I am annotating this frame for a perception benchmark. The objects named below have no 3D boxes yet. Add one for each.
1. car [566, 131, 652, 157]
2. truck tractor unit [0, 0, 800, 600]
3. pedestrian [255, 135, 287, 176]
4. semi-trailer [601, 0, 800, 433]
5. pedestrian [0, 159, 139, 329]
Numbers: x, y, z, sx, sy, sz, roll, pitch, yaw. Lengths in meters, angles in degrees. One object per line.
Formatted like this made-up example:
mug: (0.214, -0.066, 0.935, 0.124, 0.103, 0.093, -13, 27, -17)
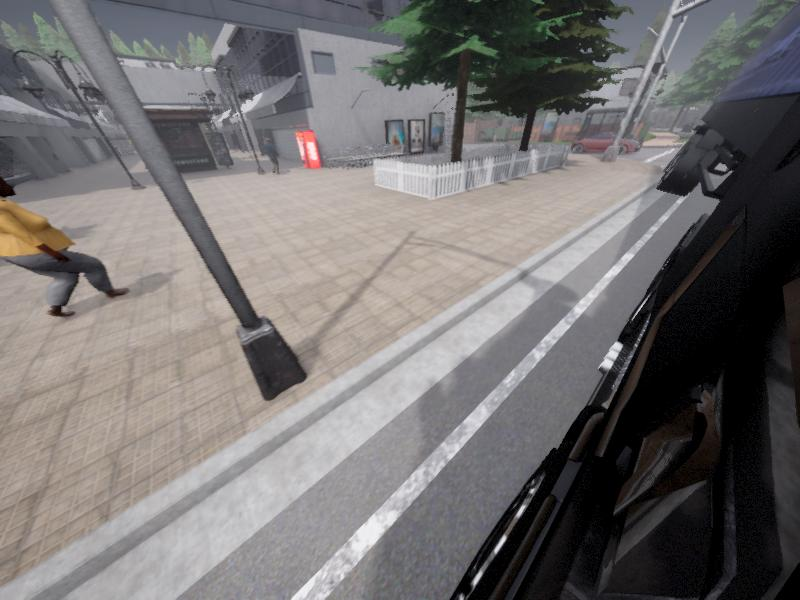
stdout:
car: (15.425, -11.726, 17.283, 1.994, 1.385, 4.181, -28, 44, -30)
truck tractor unit: (2.645, -0.295, 0.352, 6.516, 4.208, 3.053, -28, 44, -30)
pedestrian: (-7.245, -8.176, 13.099, 0.751, 1.860, 0.751, 1, 37, 5)
semi-trailer: (8.368, -3.868, 4.447, 2.717, 4.402, 14.254, 36, 52, 26)
pedestrian: (-4.604, -0.657, 2.937, 0.751, 1.860, 0.751, 17, 41, 24)
